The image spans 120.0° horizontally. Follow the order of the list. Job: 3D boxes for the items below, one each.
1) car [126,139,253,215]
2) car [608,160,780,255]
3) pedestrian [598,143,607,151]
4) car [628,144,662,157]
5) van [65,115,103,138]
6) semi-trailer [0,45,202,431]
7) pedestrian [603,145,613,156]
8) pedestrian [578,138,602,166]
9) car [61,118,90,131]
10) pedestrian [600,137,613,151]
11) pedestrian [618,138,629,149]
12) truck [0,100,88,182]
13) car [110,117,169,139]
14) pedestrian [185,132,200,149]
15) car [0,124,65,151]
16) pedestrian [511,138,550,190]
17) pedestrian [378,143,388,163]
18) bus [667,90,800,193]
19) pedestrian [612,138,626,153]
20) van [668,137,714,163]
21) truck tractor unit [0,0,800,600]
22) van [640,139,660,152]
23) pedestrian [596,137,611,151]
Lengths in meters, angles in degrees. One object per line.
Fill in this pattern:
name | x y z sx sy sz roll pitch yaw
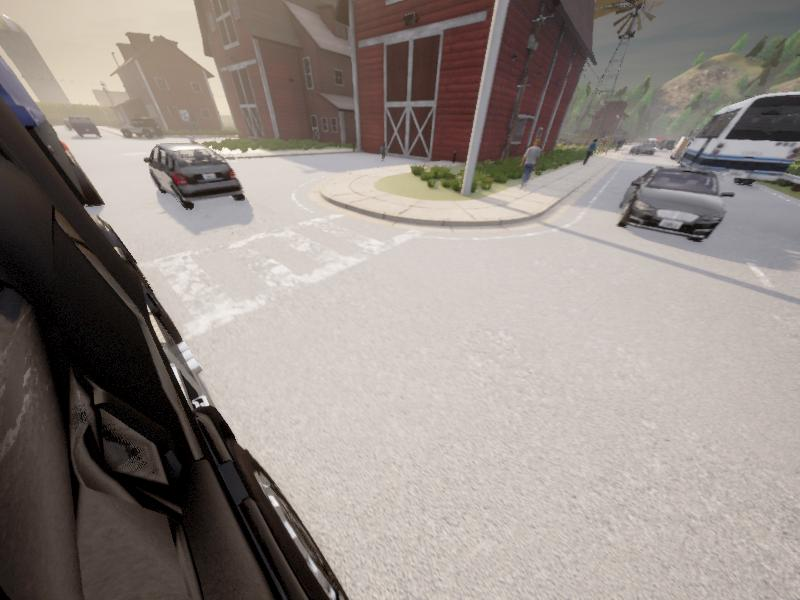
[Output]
car | -6.832 -4.184 7.539 3.705 1.549 1.789 28 44 29
car | 8.321 -3.203 7.161 2.128 1.511 4.902 27 43 29
pedestrian | 34.360 -26.035 39.193 0.500 1.100 0.500 12 38 13
car | 36.855 -22.700 34.945 1.994 1.385 4.181 15 39 16
van | -37.701 -20.712 27.547 4.442 1.987 1.775 28 44 30
semi-trailer | -8.704 -3.587 4.243 14.254 4.402 2.717 28 44 30
pedestrian | 26.396 -18.990 29.328 0.500 1.100 0.500 -27 46 -33
pedestrian | 15.462 -12.037 18.785 0.751 1.860 0.751 28 44 30
car | -53.044 -28.647 37.715 4.792 1.488 2.163 28 44 30
pedestrian | 34.331 -25.957 38.451 0.751 1.860 0.751 21 40 23
pedestrian | 45.180 -31.709 46.749 0.751 1.860 0.751 23 41 25
truck | -16.494 -6.921 9.900 5.204 2.467 2.627 28 44 30
car | -30.241 -20.104 26.966 3.866 1.878 1.905 -1 43 -2
pedestrian | -16.761 -12.852 18.657 0.500 1.100 0.500 -16 41 -23
car | -26.837 -11.956 16.965 4.181 1.385 1.994 28 44 30
pedestrian | 5.601 -5.855 9.969 0.751 1.860 0.751 25 42 27
pedestrian | -1.207 -10.319 16.199 0.500 1.100 0.500 28 44 30
bus | 22.459 -10.588 15.538 3.944 4.253 10.273 28 44 30
pedestrian | 32.732 -23.114 34.562 0.751 1.860 0.751 25 42 27
van | 37.054 -19.428 29.697 2.351 2.431 6.366 29 44 31
truck tractor unit | -2.645 -0.295 0.351 6.516 4.208 3.053 28 44 30
van | 51.490 -32.002 47.644 2.069 2.038 4.480 29 44 31
pedestrian | 32.849 -25.139 37.275 0.751 1.860 0.751 -8 38 -14
